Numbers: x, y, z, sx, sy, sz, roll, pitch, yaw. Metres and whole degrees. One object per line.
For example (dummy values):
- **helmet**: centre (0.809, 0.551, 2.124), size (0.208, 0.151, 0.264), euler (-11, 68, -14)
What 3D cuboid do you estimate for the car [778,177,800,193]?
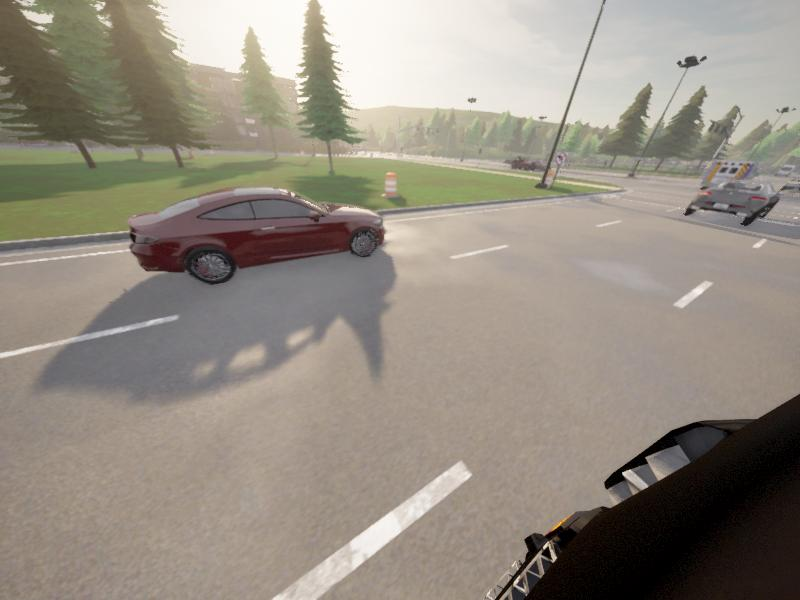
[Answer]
- **car**: centre (43.311, -12.424, 24.898), size (4.718, 1.301, 1.895), euler (-16, 38, -26)

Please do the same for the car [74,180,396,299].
- **car**: centre (-2.585, -1.640, 4.989), size (4.674, 1.442, 1.812), euler (-16, 38, -26)

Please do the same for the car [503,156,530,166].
- **car**: centre (26.705, -32.142, 53.361), size (1.930, 1.638, 5.238), euler (-15, 37, -25)

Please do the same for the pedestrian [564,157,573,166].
- **pedestrian**: centre (39.970, -32.775, 54.777), size (0.751, 1.860, 0.751), euler (-13, 37, -23)

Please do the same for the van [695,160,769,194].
- **van**: centre (31.638, -11.787, 22.041), size (6.366, 2.431, 2.351), euler (-16, 38, -26)

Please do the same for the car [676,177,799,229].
- **car**: centre (16.041, -4.795, 10.994), size (5.027, 1.651, 2.152), euler (-16, 38, -26)

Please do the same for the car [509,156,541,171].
- **car**: centre (20.130, -22.122, 37.409), size (1.905, 1.878, 3.866), euler (-16, 37, -26)

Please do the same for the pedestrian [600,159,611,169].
- **pedestrian**: centre (43.322, -28.644, 48.739), size (0.751, 1.860, 0.751), euler (-13, 36, -23)

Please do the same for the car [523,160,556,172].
- **car**: centre (23.342, -22.571, 38.803), size (1.994, 1.385, 4.181), euler (-15, 37, -25)

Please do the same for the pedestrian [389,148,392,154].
- **pedestrian**: centre (-3.332, -54.001, 83.889), size (0.751, 1.860, 0.751), euler (-12, 36, -21)

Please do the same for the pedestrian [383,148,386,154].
- **pedestrian**: centre (-5.686, -54.490, 84.461), size (0.751, 1.860, 0.751), euler (-15, 37, -25)
